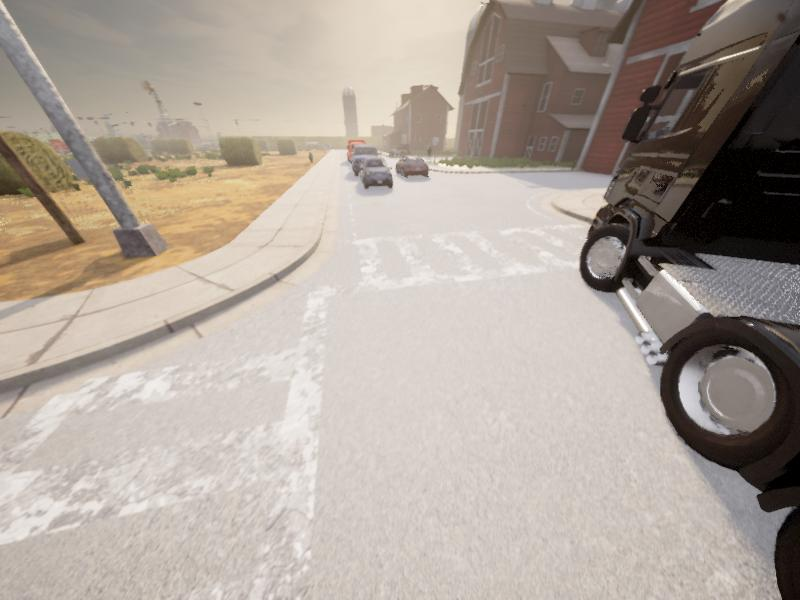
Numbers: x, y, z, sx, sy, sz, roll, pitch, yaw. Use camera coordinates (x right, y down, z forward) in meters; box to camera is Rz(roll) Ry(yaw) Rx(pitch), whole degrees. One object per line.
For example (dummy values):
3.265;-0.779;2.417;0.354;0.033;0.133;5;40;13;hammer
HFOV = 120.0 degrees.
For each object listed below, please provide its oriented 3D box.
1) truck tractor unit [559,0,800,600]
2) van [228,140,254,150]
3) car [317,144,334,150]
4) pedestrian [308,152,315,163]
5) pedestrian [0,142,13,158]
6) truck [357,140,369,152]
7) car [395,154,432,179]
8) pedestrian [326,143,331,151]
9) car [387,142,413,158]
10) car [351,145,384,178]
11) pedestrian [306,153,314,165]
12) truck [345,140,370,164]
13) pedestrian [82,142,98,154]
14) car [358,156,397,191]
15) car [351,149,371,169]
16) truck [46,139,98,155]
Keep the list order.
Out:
4.139;-0.772;1.476;3.053;4.208;6.516;13;37;17;truck tractor unit
-50.595;-49.418;73.587;5.915;2.561;1.988;-6;35;-9;van
-25.045;-51.727;77.987;4.974;1.542;2.038;-6;35;-9;car
-10.341;-16.585;26.893;0.500;1.100;0.500;-15;37;-21;pedestrian
-56.924;-21.344;32.865;0.751;1.860;0.751;-6;35;-10;pedestrian
-9.766;-40.321;60.593;2.627;2.467;5.204;-6;34;-10;truck
0.931;-10.887;18.723;1.994;1.385;4.181;-7;35;-10;car
-18.824;-40.332;60.805;0.751;1.860;0.751;0;34;-1;pedestrian
0.034;-25.174;38.817;3.866;1.878;1.905;21;45;30;car
-2.843;-11.737;19.342;2.150;2.045;5.566;-6;35;-10;car
-9.688;-15.214;24.898;0.500;1.100;0.500;7;35;9;pedestrian
-5.539;-19.194;29.826;2.627;2.467;5.204;-7;35;-10;truck
-57.684;-28.324;43.041;0.751;1.860;0.751;7;35;10;pedestrian
-1.467;-7.770;14.015;1.845;1.501;3.633;-7;35;-10;car
-4.208;-15.207;24.832;1.789;1.549;3.705;-7;35;-10;car
-64.463;-30.272;45.612;2.627;2.467;5.204;-4;35;-7;truck
